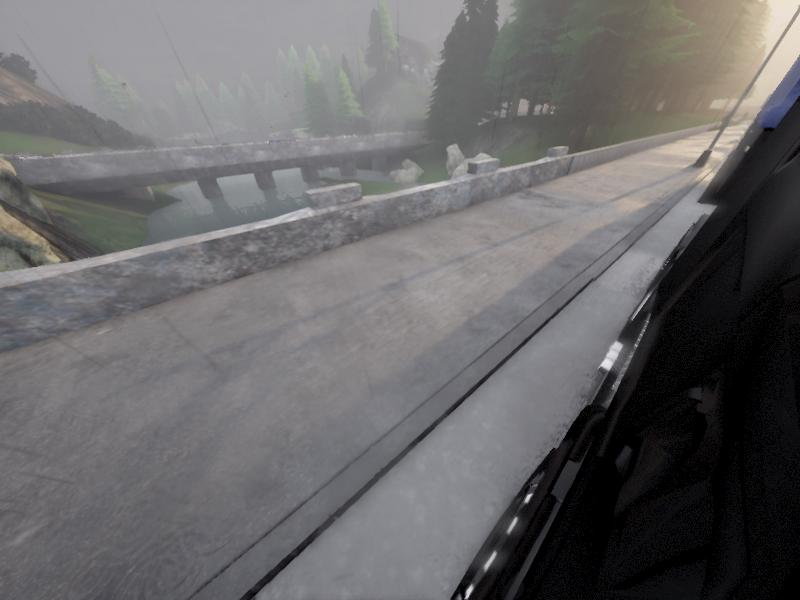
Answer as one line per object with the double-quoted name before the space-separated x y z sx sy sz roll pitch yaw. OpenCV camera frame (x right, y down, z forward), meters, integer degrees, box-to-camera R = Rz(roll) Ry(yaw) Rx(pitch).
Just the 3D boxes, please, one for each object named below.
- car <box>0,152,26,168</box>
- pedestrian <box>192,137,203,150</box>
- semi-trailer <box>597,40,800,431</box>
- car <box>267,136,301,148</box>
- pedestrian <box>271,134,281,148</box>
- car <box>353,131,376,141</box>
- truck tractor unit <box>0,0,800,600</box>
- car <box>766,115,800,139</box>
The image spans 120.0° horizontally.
"car" -49.613 -16.708 27.718 4.674 1.442 1.812 -27 43 -29
"pedestrian" -36.095 -27.891 41.177 0.751 1.860 0.751 -26 43 -27
"semi-trailer" 8.704 -3.605 4.217 14.254 4.402 2.717 -28 44 -30
"car" -20.633 -28.328 41.281 5.008 1.535 1.882 -27 43 -29
"pedestrian" -19.579 -25.085 36.425 0.751 1.860 0.751 -26 43 -28
"car" -7.525 -34.950 49.276 4.514 1.525 2.007 -27 43 -29
"truck tractor unit" 2.645 -0.295 0.351 6.516 4.208 3.053 -28 44 -30
"car" 35.681 -15.813 21.103 3.988 1.617 1.851 -27 43 -29
